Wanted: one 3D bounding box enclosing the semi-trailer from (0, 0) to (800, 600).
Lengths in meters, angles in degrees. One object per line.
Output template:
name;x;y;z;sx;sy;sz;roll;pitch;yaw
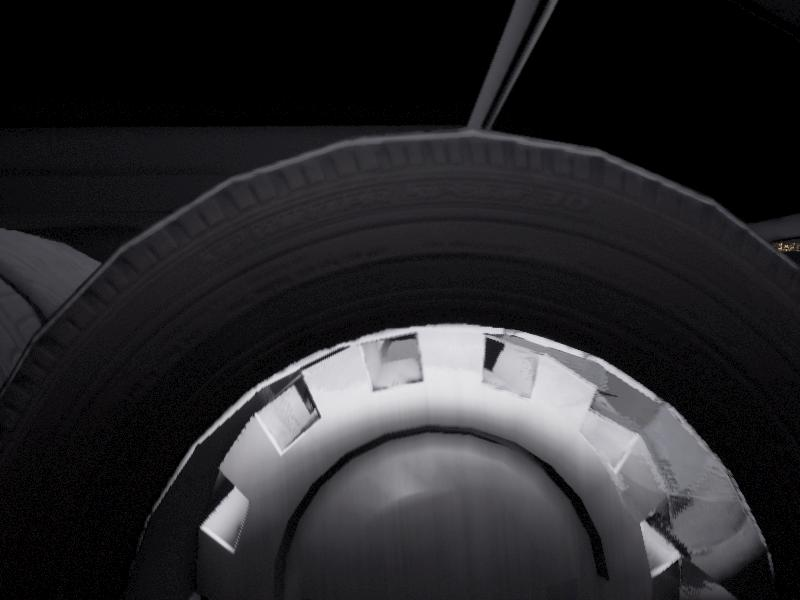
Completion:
semi-trailer;1.432;-1.218;1.697;14.254;4.402;2.717;0;0;0
